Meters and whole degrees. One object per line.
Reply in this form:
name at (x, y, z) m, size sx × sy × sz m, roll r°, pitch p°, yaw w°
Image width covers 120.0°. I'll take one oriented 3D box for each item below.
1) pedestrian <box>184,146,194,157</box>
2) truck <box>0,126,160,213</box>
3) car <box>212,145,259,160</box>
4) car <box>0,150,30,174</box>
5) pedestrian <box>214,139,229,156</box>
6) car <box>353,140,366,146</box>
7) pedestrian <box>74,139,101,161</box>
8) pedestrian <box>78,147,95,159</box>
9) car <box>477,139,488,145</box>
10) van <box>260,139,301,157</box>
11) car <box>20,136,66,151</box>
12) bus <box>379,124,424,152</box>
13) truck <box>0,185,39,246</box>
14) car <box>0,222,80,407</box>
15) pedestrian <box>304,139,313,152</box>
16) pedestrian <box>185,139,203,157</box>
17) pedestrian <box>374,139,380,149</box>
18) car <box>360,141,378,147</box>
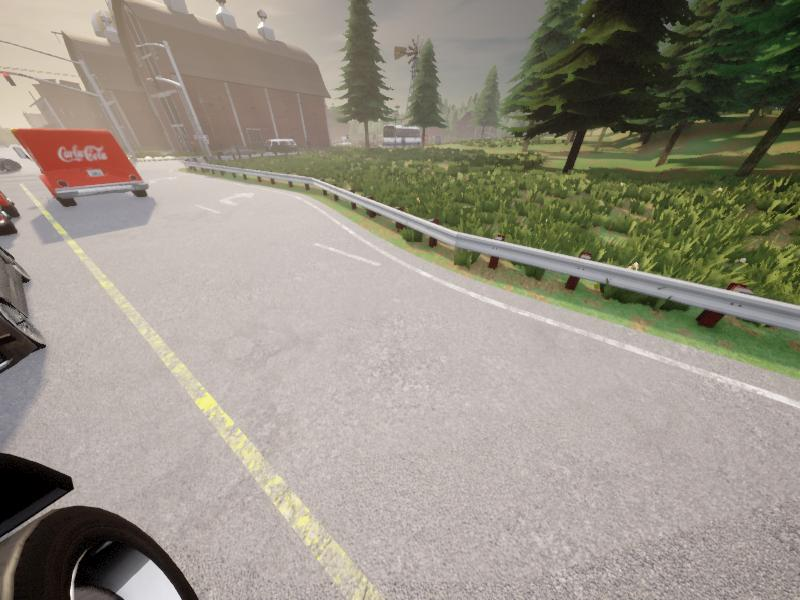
pedestrian at (-26.085, -18.312, 28.530) m, size 0.500 × 1.100 × 0.500 m, roll -29°, pitch 44°, yaw -35°
truck at (-13.315, -5.594, 9.620) m, size 5.204 × 2.467 × 2.627 m, roll 21°, pitch 40°, yaw 27°
car at (-20.554, -18.655, 29.130) m, size 1.994 × 1.385 × 4.181 m, roll 22°, pitch 41°, yaw 28°
car at (-30.044, -9.484, 16.008) m, size 1.994 × 1.385 × 4.181 m, roll 1°, pitch 35°, yaw 2°
pedestrian at (-23.816, -20.411, 30.867) m, size 0.751 × 1.860 × 0.751 m, roll 20°, pitch 40°, yaw 26°
car at (-13.457, -52.057, 76.526) m, size 1.816 × 1.474 × 4.193 m, roll 22°, pitch 40°, yaw 27°
pedestrian at (-31.144, -14.964, 23.031) m, size 0.751 × 1.860 × 0.751 m, roll 25°, pitch 42°, yaw 31°
pedestrian at (-33.745, -15.816, 24.883) m, size 0.500 × 1.100 × 0.500 m, roll 1°, pitch 35°, yaw 1°
car at (30.930, -59.300, 86.796) m, size 1.905 × 1.878 × 3.866 m, roll -5°, pitch 36°, yaw -8°
van at (-17.005, -21.833, 33.085) m, size 2.069 × 2.038 × 4.480 m, roll 22°, pitch 41°, yaw 28°
car at (-65.235, -28.688, 42.289) m, size 3.866 × 1.878 × 1.905 m, roll -6°, pitch 41°, yaw -6°
bus at (0.579, -33.738, 48.201) m, size 3.944 × 4.253 × 10.273 m, roll 22°, pitch 41°, yaw 28°
truck at (-12.588, -2.885, 5.777) m, size 5.204 × 2.467 × 2.627 m, roll 22°, pitch 40°, yaw 27°
car at (-6.374, -0.093, 2.710) m, size 4.902 × 1.511 × 2.128 m, roll 22°, pitch 41°, yaw 28°
pedestrian at (-15.780, -26.796, 39.993) m, size 0.751 × 1.860 × 0.751 m, roll 22°, pitch 40°, yaw 27°
pedestrian at (-25.564, -18.880, 28.680) m, size 0.751 × 1.860 × 0.751 m, roll 23°, pitch 41°, yaw 28°
pedestrian at (-5.187, -35.297, 52.145) m, size 0.751 × 1.860 × 0.751 m, roll 24°, pitch 42°, yaw 30°
car at (-8.943, -44.681, 66.095) m, size 4.902 × 1.511 × 2.128 m, roll 21°, pitch 40°, yaw 27°
